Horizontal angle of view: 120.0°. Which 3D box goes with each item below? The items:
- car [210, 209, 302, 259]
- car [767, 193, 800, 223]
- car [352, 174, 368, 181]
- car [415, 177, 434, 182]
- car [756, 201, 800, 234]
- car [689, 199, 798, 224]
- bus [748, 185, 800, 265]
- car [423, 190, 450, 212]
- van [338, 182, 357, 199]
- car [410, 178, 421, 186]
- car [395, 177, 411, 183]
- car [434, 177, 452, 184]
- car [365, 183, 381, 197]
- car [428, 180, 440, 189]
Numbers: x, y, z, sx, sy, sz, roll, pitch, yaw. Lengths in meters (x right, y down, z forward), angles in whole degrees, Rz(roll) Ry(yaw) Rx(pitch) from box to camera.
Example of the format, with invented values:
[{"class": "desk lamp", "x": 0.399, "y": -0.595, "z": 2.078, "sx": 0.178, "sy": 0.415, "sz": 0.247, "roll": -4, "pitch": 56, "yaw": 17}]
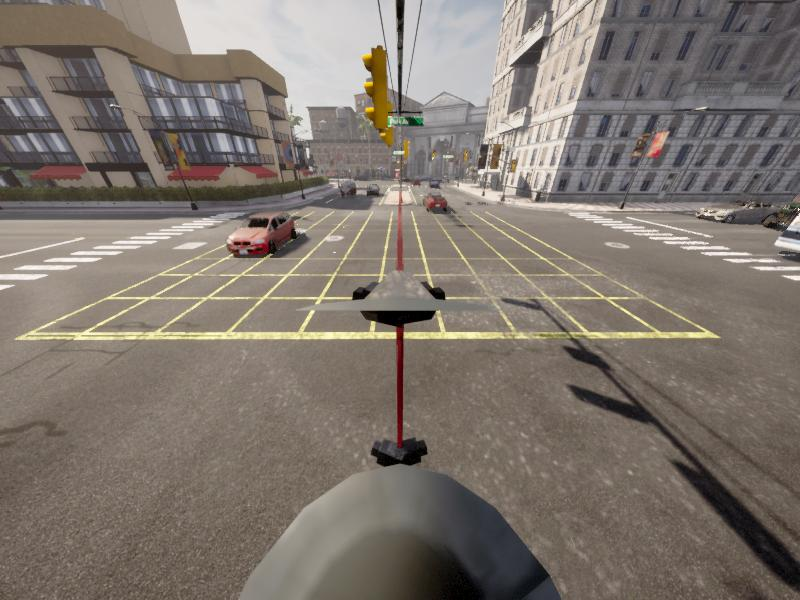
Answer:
[{"class": "car", "x": -7.755, "y": -3.952, "z": 13.183, "sx": 2.242, "sy": 1.667, "sz": 4.611, "roll": 0, "pitch": 30, "yaw": 0}, {"class": "car", "x": 35.503, "y": -7.623, "z": 19.162, "sx": 5.566, "sy": 2.045, "sz": 2.150, "roll": 0, "pitch": 30, "yaw": 0}, {"class": "car", "x": -12.580, "y": -38.404, "z": 72.648, "sx": 4.605, "sy": 1.855, "sz": 1.932, "roll": 1, "pitch": 30, "yaw": 2}, {"class": "car", "x": 7.380, "y": -36.372, "z": 69.595, "sx": 5.357, "sy": 1.411, "sz": 2.033, "roll": 0, "pitch": 30, "yaw": 1}, {"class": "car", "x": 28.845, "y": -5.803, "z": 16.166, "sx": 3.866, "sy": 1.878, "sz": 1.905, "roll": 0, "pitch": 30, "yaw": 0}, {"class": "car", "x": 28.323, "y": -7.433, "z": 19.258, "sx": 5.027, "sy": 1.651, "sz": 2.152, "roll": 0, "pitch": 30, "yaw": 0}, {"class": "bus", "x": 24.034, "y": -3.487, "z": 9.797, "sx": 10.273, "sy": 4.253, "sz": 3.944, "roll": 0, "pitch": 30, "yaw": 0}, {"class": "car", "x": 3.782, "y": -10.867, "z": 25.206, "sx": 2.152, "sy": 1.651, "sz": 5.027, "roll": 0, "pitch": 30, "yaw": 0}, {"class": "van", "x": -7.688, "y": -16.402, "z": 34.427, "sx": 1.775, "sy": 1.987, "sz": 4.442, "roll": 0, "pitch": 30, "yaw": 0}, {"class": "car", "x": 3.724, "y": -29.291, "z": 57.209, "sx": 1.851, "sy": 1.617, "sz": 3.988, "roll": -6, "pitch": 30, "yaw": -9}, {"class": "car", "x": 0.796, "y": -34.346, "z": 65.991, "sx": 1.837, "sy": 1.490, "sz": 4.892, "roll": -19, "pitch": 35, "yaw": -30}, {"class": "car", "x": 11.984, "y": -33.455, "z": 64.361, "sx": 4.974, "sy": 1.542, "sz": 2.038, "roll": -24, "pitch": 38, "yaw": -35}, {"class": "car", "x": -4.180, "y": -17.437, "z": 36.565, "sx": 1.930, "sy": 1.638, "sz": 5.238, "roll": 0, "pitch": 30, "yaw": 0}, {"class": "car", "x": 7.371, "y": -25.081, "z": 50.063, "sx": 1.994, "sy": 1.385, "sz": 4.181, "roll": 0, "pitch": 30, "yaw": 0}]
